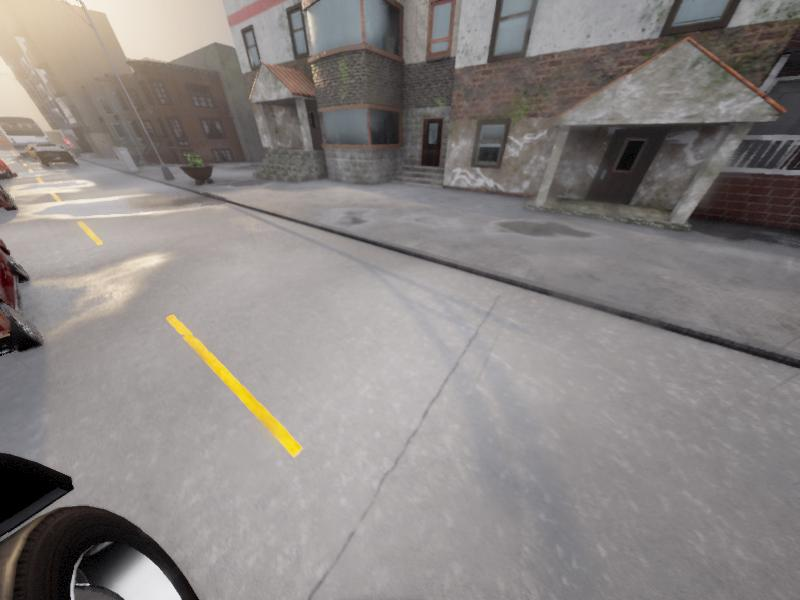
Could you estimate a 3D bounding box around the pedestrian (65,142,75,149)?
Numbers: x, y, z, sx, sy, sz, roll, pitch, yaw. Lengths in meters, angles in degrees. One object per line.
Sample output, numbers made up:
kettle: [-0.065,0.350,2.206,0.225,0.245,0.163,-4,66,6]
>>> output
pedestrian: [-65.126,-30.381,45.529,0.500,1.100,0.500,9,36,12]

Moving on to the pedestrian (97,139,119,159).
pedestrian: [-33.168,-17.146,26.261,0.751,1.860,0.751,22,41,28]

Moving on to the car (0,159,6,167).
car: [-36.700,-12.605,19.983,3.866,1.878,1.905,22,41,28]

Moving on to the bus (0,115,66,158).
bus: [-50.442,-21.907,31.070,10.273,4.253,3.944,22,41,28]

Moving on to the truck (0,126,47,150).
truck: [-80.867,-33.140,47.220,2.891,3.827,8.468,22,41,28]

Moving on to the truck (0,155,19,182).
truck: [-26.029,-8.479,13.705,5.204,2.467,2.627,21,40,29]

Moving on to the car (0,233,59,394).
car: [-6.530,-0.060,2.848,4.718,1.301,1.895,22,41,28]

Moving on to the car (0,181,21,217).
car: [-15.797,-3.871,8.142,4.181,1.385,1.994,22,41,28]

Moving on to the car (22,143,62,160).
car: [-42.798,-17.762,27.583,5.008,1.535,1.882,22,40,28]

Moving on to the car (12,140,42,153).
car: [-64.130,-26.445,39.719,4.856,1.649,2.033,23,41,29]

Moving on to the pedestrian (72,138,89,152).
pedestrian: [-51.907,-25.122,37.486,0.751,1.860,0.751,22,41,28]

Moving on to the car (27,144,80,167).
car: [-32.709,-13.690,21.766,5.238,1.638,1.930,22,40,28]
